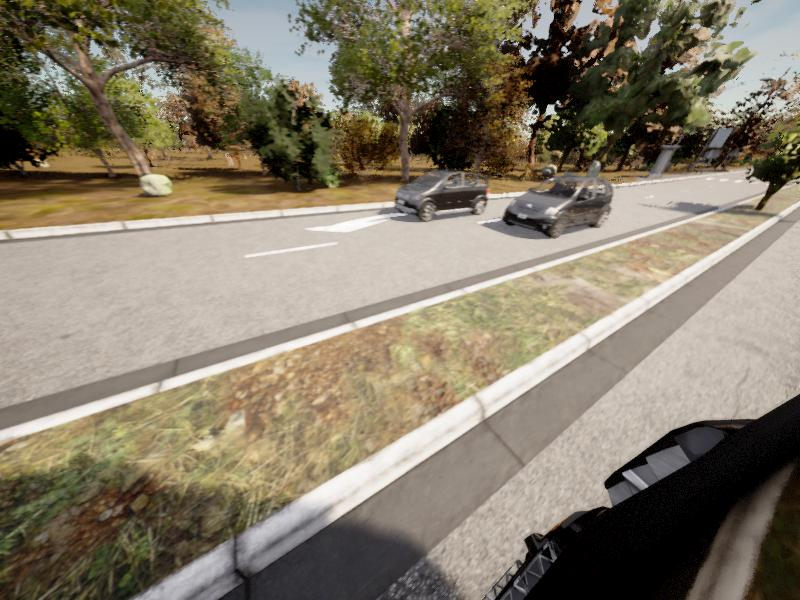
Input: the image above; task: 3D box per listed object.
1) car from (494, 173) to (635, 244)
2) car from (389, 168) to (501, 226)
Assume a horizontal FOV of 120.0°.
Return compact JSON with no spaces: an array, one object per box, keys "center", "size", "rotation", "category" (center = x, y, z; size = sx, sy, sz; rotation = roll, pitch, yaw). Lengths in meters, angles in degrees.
[{"center":[5.477,-3.273,7.805],"size":[3.988,1.617,1.851],"rotation":[-16,38,-26],"category":"car"},{"center":[1.647,-4.054,8.776],"size":[3.705,1.549,1.789],"rotation":[-16,38,-26],"category":"car"}]
